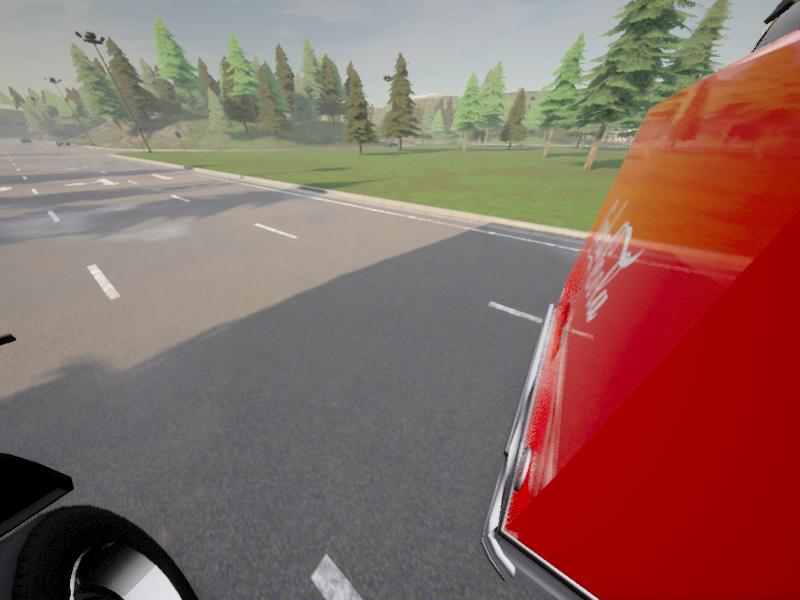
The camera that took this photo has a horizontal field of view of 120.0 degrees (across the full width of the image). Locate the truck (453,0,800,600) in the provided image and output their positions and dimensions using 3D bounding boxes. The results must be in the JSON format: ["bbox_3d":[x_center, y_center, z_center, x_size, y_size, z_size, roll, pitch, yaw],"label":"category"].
[{"bbox_3d":[3.225,0.981,0.393,5.204,2.467,2.627,22,41,27],"label":"truck"}]

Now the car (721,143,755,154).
[{"bbox_3d":[64.110,-28.840,43.981,2.038,1.542,4.974,22,41,27],"label":"car"}]

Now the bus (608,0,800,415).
[{"bbox_3d":[8.176,-0.285,0.695,10.273,4.253,3.944,22,41,28],"label":"bus"}]

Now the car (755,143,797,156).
[{"bbox_3d":[65.272,-26.282,40.283,2.033,1.649,4.856,22,41,27],"label":"car"}]
